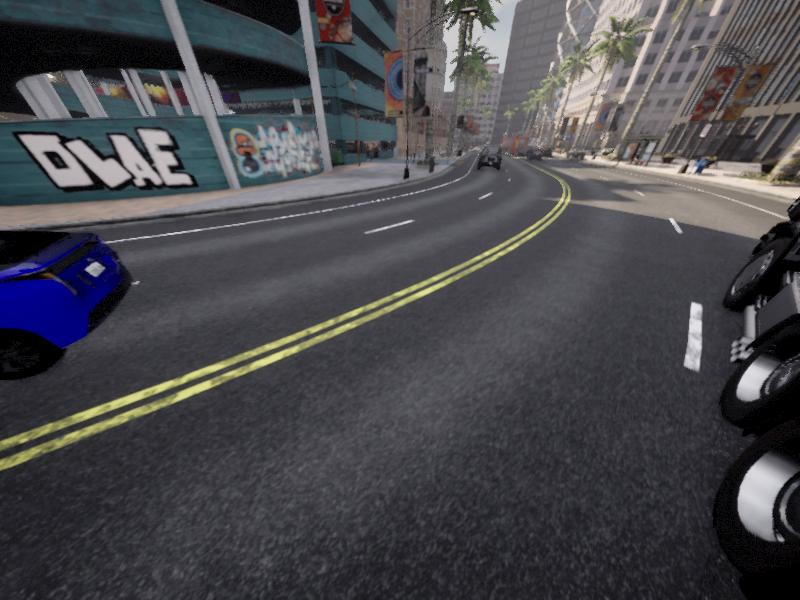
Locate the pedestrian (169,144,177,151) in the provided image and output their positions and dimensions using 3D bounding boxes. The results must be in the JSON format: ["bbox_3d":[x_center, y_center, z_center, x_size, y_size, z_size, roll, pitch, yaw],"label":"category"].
[{"bbox_3d":[-70.217,-47.220,71.477,0.751,1.860,0.751,9,35,13],"label":"pedestrian"}]

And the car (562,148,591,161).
[{"bbox_3d":[28.575,-23.746,37.623,2.231,1.521,4.892,10,35,14],"label":"car"}]

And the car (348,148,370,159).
[{"bbox_3d":[-6.987,-25.489,40.072,2.007,1.523,4.514,10,35,14],"label":"car"}]

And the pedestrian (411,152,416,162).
[{"bbox_3d":[1.777,-18.711,30.302,0.500,1.100,0.500,6,35,9],"label":"pedestrian"}]

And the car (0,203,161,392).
[{"bbox_3d":[-6.041,0.270,2.368,4.514,1.525,2.007,-19,38,-25],"label":"car"}]

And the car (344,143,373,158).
[{"bbox_3d":[-7.004,-25.781,39.806,2.435,2.045,5.566,10,35,14],"label":"car"}]

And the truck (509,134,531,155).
[{"bbox_3d":[28.319,-36.971,55.003,2.891,3.827,8.468,10,35,14],"label":"truck"}]

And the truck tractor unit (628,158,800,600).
[{"bbox_3d":[4.923,-0.450,1.022,6.516,4.208,3.053,-25,42,-32],"label":"truck tractor unit"}]

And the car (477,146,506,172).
[{"bbox_3d":[9.366,-14.698,23.885,2.150,2.045,5.566,10,35,14],"label":"car"}]

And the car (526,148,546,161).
[{"bbox_3d":[21.132,-22.734,36.123,1.789,1.549,3.705,10,36,14],"label":"car"}]
